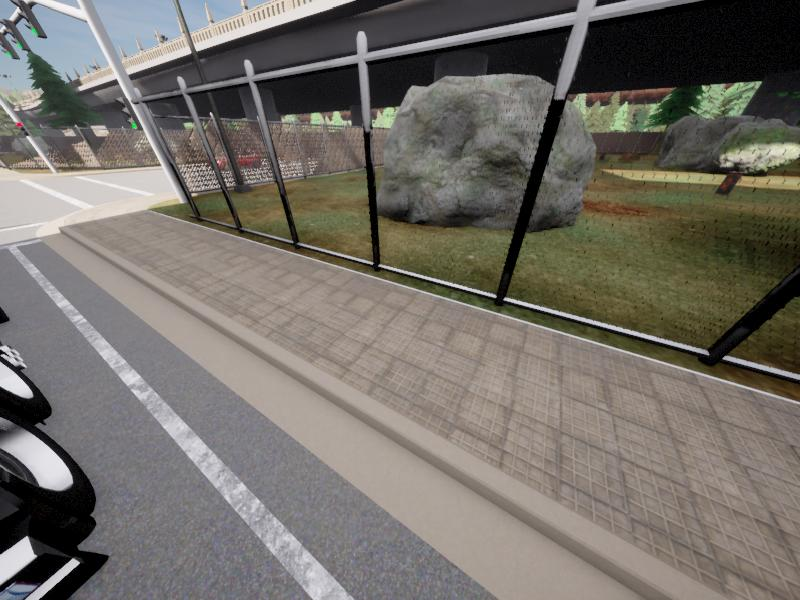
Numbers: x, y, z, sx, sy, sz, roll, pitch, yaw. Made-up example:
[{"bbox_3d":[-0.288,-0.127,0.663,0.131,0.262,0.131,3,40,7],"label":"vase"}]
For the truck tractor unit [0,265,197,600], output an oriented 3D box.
[{"bbox_3d":[-5.113,-0.299,0.777,6.516,4.208,3.053,18,39,24],"label":"truck tractor unit"}]
